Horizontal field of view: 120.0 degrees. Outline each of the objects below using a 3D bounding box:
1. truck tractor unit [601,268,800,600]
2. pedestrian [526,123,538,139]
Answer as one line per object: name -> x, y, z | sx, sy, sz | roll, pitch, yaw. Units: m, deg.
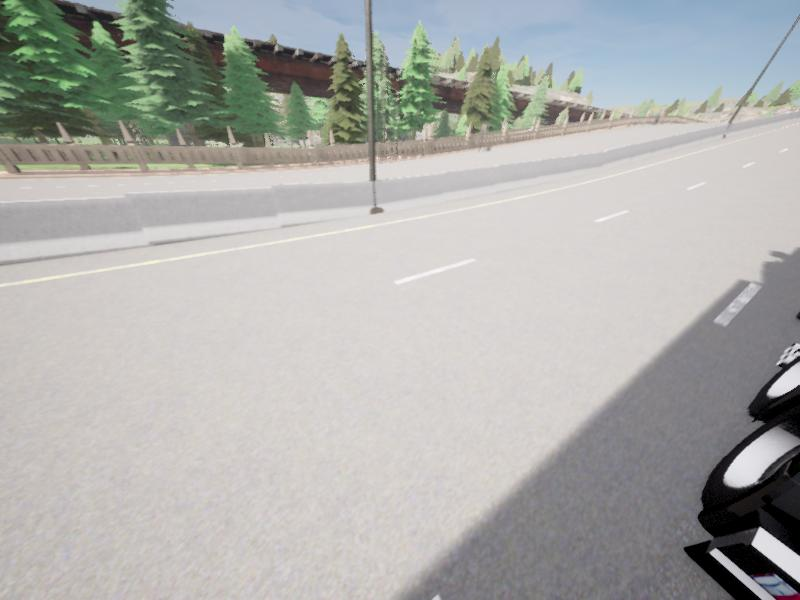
truck tractor unit -> 5.101, -0.316, 0.746 | 6.516, 4.208, 3.053 | -19, 39, -23
pedestrian -> 19.159, -24.436, 33.499 | 0.751, 1.860, 0.751 | -16, 38, -25
